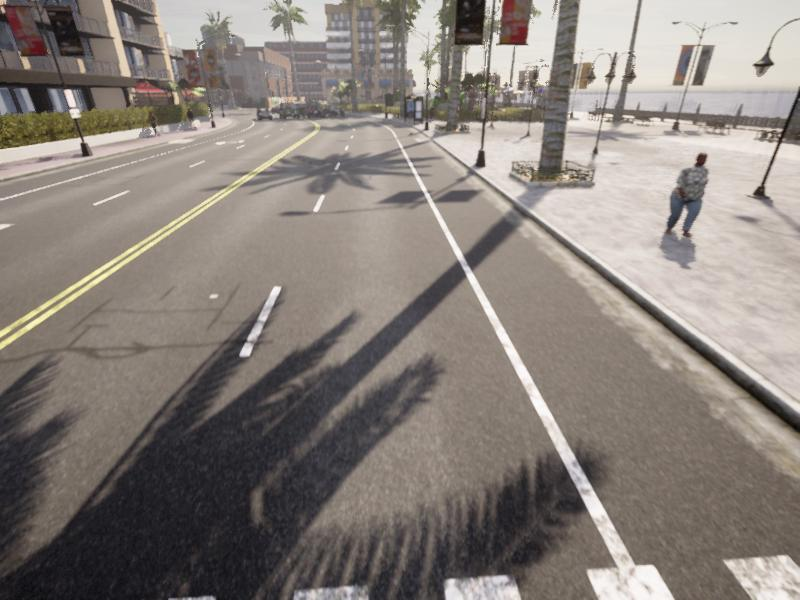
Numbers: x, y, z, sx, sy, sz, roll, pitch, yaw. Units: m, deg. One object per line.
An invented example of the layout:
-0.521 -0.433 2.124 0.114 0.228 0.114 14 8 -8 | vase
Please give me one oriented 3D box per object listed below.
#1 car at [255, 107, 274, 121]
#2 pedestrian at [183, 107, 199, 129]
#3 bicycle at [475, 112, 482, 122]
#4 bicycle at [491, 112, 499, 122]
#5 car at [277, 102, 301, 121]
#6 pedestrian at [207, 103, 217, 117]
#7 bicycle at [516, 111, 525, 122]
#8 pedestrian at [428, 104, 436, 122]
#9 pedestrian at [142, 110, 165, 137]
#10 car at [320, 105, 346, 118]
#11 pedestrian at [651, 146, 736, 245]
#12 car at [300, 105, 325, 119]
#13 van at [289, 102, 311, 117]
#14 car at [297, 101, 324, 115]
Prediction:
-17.983 -24.662 52.977 1.851 1.617 3.988 -11 29 -20 | car
-19.676 -17.091 37.609 0.751 1.860 0.751 -3 27 -5 | pedestrian
9.068 -21.210 46.349 0.373 1.024 1.643 -2 27 -4 | bicycle
11.075 -21.283 46.472 0.373 1.024 1.643 -2 27 -4 | bicycle
-15.356 -26.122 55.308 2.150 2.045 5.566 -11 29 -20 | car
-27.655 -28.001 58.897 0.751 1.860 0.751 -23 35 -37 | pedestrian
14.085 -21.392 46.657 0.373 1.024 1.643 -2 27 -4 | bicycle
3.714 -21.760 46.475 0.751 1.860 0.751 -6 28 -10 | pedestrian
-18.741 -13.411 30.446 0.751 1.860 0.751 -1 27 -1 | pedestrian
-10.038 -28.306 59.993 2.152 1.651 5.027 -14 30 -24 | car
6.069 -2.189 8.398 0.751 1.860 0.751 5 28 10 | pedestrian
-12.542 -26.862 57.135 2.242 1.667 4.611 -12 29 -21 | car
-15.807 -29.997 62.915 1.775 1.987 4.442 -16 31 -27 | van
-15.167 -32.548 67.815 2.150 2.045 5.566 -18 32 -31 | car
